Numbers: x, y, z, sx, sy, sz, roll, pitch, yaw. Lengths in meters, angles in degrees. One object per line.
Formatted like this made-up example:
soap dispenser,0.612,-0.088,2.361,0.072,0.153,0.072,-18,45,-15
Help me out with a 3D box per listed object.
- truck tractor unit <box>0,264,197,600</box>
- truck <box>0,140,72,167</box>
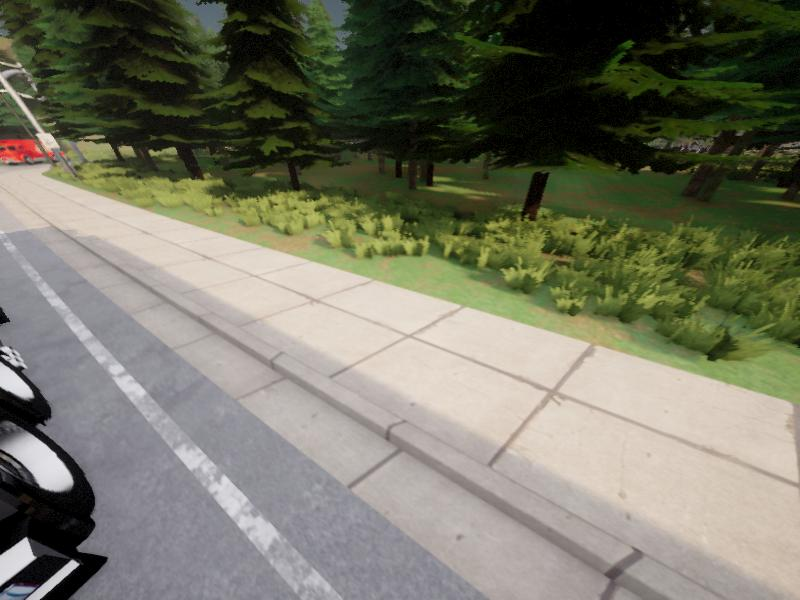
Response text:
truck tractor unit,-5.112,-0.299,0.785,6.516,4.208,3.053,18,39,24
truck,-44.375,-17.620,27.609,2.627,2.467,5.204,-4,35,-6
